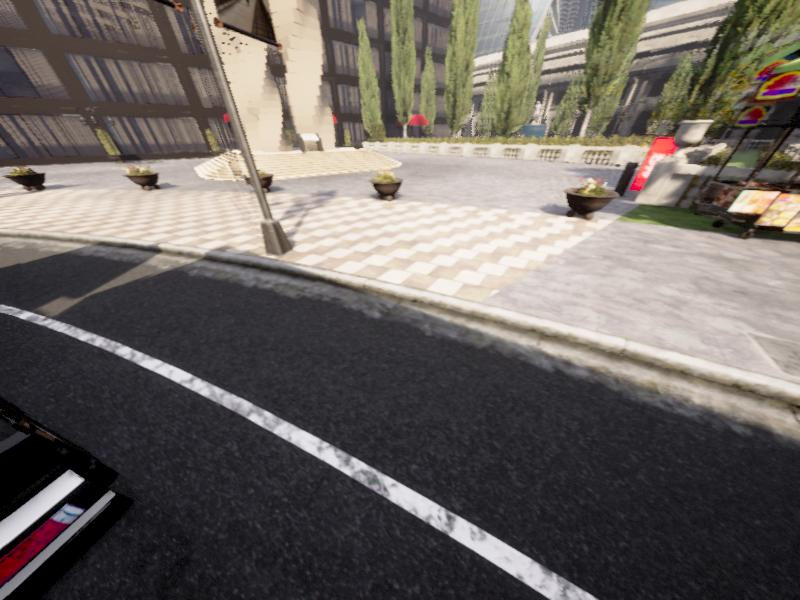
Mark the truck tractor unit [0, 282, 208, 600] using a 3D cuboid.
[{"bbox_3d":[-5.269,-0.099,0.520,6.516,4.208,3.053,11,37,16],"label":"truck tractor unit"}]
